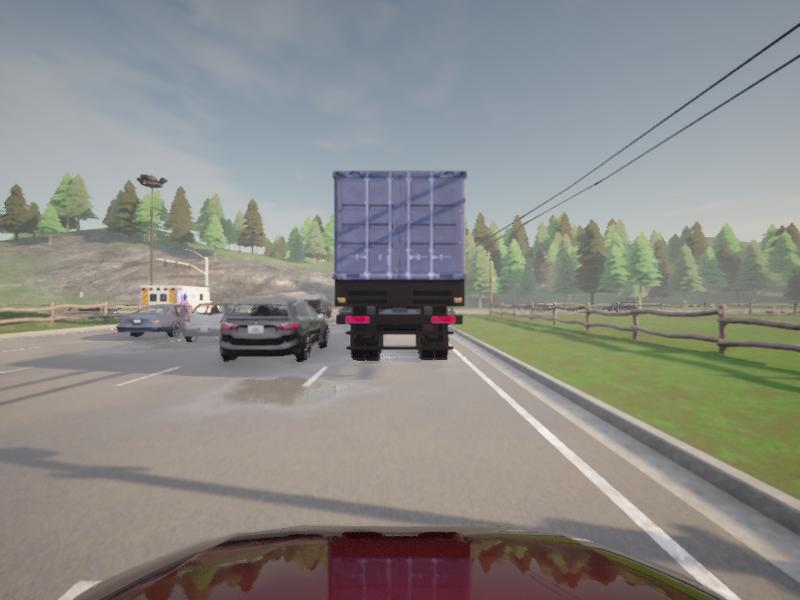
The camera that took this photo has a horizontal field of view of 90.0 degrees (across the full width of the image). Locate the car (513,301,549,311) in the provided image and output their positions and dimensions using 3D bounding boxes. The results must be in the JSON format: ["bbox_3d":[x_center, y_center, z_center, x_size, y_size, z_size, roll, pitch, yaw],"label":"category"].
[{"bbox_3d":[19.600,0.878,60.011,4.892,1.490,1.837,0,0,0],"label":"car"}]

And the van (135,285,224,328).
[{"bbox_3d":[-14.020,0.393,26.085,2.351,2.431,6.366,0,0,0],"label":"van"}]

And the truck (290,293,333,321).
[{"bbox_3d":[-7.145,0.561,33.105,2.390,2.098,6.274,0,0,-1],"label":"truck"}]

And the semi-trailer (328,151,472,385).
[{"bbox_3d":[-0.004,-0.621,14.670,2.717,4.402,14.254,0,0,0],"label":"semi-trailer"}]

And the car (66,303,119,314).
[{"bbox_3d":[-36.653,0.970,47.797,4.718,1.301,1.895,0,0,-20],"label":"car"}]

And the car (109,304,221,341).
[{"bbox_3d":[-10.514,0.905,18.510,2.033,1.411,5.357,0,0,0],"label":"car"}]

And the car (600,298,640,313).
[{"bbox_3d":[27.152,0.673,49.439,3.866,1.878,1.905,0,0,1],"label":"car"}]

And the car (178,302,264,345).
[{"bbox_3d":[-7.013,0.837,16.101,1.845,1.501,3.633,0,0,0],"label":"car"}]

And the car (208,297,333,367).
[{"bbox_3d":[-3.509,0.765,11.957,2.242,1.667,4.611,0,0,0],"label":"car"}]

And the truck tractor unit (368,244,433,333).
[{"bbox_3d":[0.005,-0.524,22.603,3.053,4.208,6.516,1,-1,0],"label":"truck tractor unit"}]

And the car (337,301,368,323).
[{"bbox_3d":[-3.538,0.863,30.429,1.837,1.490,4.892,0,0,0],"label":"car"}]
